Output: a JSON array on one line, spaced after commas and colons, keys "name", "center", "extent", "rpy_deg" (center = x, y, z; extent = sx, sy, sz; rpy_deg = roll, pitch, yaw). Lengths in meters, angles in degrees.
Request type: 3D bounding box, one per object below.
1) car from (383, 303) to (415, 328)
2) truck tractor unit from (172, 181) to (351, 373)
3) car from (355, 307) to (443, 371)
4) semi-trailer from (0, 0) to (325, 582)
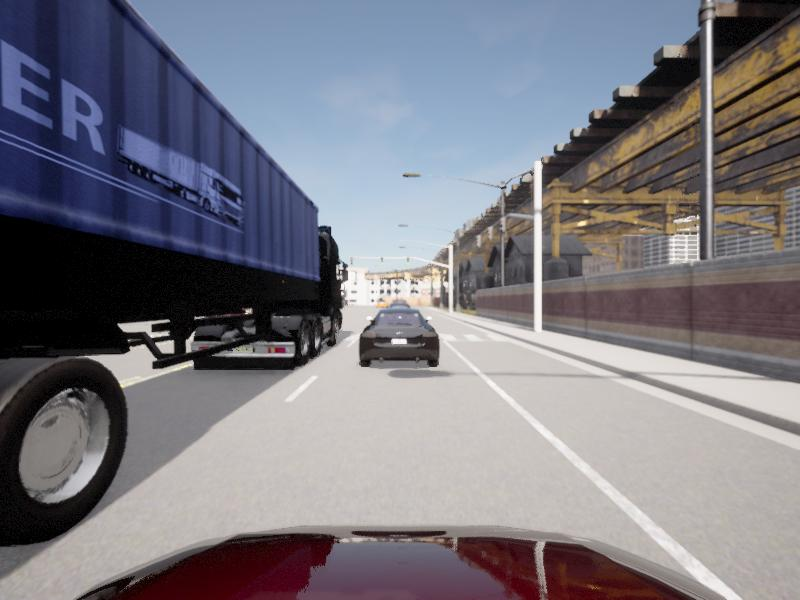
[{"name": "car", "center": [-0.040, 0.899, 25.095], "extent": [1.812, 1.442, 4.674], "rpy_deg": [0, 0, 0]}, {"name": "truck tractor unit", "center": [-3.463, -0.504, 12.066], "extent": [3.053, 4.208, 6.516], "rpy_deg": [0, 0, 1]}, {"name": "car", "center": [-0.019, 0.921, 11.135], "extent": [1.994, 1.385, 4.181], "rpy_deg": [0, 0, 0]}, {"name": "semi-trailer", "center": [-3.557, -0.636, 4.152], "extent": [2.717, 4.402, 14.254], "rpy_deg": [-1, 0, 0]}]
